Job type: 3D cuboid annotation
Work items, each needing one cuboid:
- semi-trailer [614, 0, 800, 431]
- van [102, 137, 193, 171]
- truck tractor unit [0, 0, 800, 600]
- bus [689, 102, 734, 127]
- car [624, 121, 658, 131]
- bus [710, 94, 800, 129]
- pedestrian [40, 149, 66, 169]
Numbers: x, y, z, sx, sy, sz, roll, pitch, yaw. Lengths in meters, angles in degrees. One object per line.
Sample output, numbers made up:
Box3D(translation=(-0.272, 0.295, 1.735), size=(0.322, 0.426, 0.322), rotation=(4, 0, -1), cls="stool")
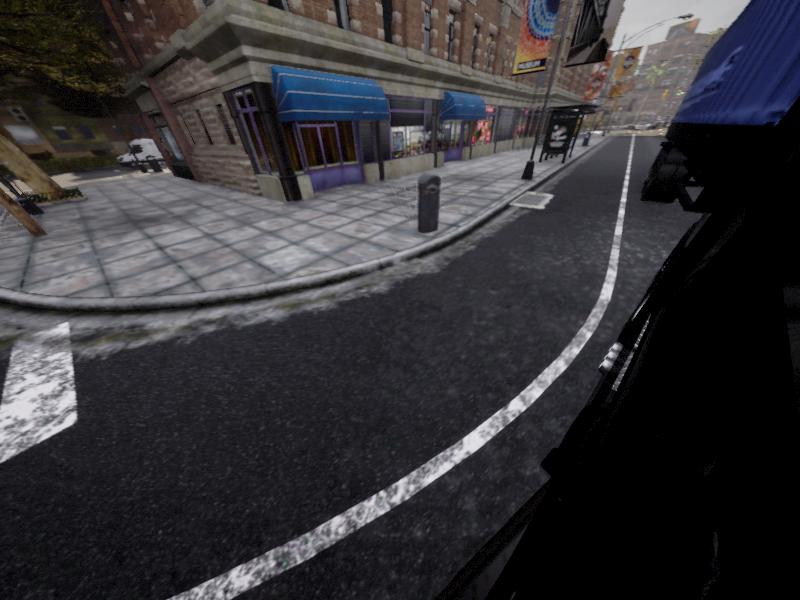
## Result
Box3D(translation=(7.977, -3.994, 4.854), size=(2.717, 4.402, 14.254), rotation=(25, 45, 32), cls="semi-trailer")
Box3D(translation=(-26.660, -15.752, 24.761), size=(1.988, 2.561, 5.915), rotation=(24, 44, 32), cls="van")
Box3D(translation=(2.645, -0.295, 0.351), size=(6.516, 4.208, 3.053), rotation=(-28, 44, -30), cls="truck tractor unit")
Box3D(translation=(75.992, -45.377, 56.731), size=(3.944, 4.253, 10.273), rotation=(24, 44, 32), cls="bus")
Box3D(translation=(52.417, -37.843, 50.366), size=(4.974, 1.542, 2.038), rotation=(24, 44, 31), cls="car")
Box3D(translation=(62.744, -31.982, 39.398), size=(10.273, 4.253, 3.944), rotation=(11, 38, 18), cls="bus")
Box3D(translation=(-38.872, -15.765, 25.869), size=(0.751, 1.860, 0.751), rotation=(24, 44, 31), cls="pedestrian")
